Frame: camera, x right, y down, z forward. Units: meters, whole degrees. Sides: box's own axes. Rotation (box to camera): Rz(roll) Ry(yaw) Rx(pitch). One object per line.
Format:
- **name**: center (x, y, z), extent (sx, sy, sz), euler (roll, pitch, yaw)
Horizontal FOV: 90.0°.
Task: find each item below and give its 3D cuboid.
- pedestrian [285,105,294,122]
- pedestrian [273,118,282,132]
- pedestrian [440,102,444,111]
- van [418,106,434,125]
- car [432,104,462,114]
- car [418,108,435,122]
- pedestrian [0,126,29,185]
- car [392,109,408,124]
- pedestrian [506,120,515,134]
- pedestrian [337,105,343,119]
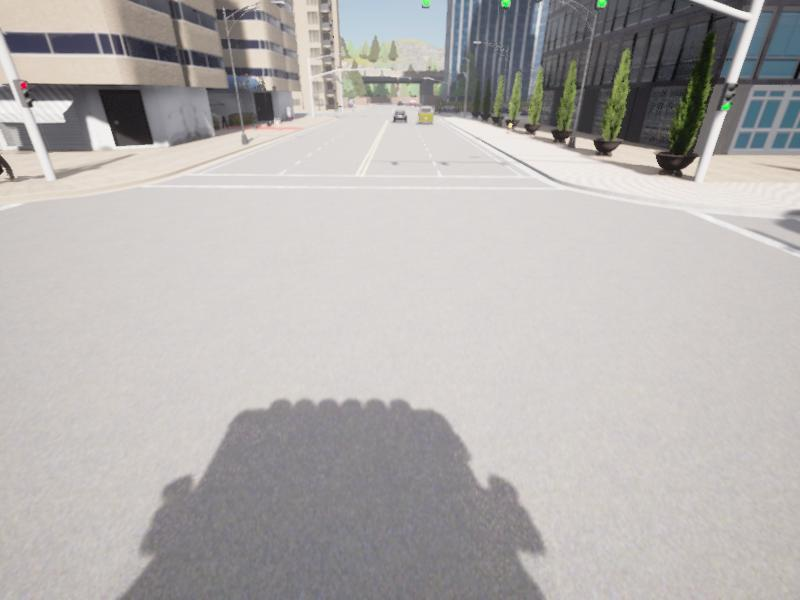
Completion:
- **pedestrian**: center (-13.648, -23.072, 49.427), extent (0.751, 1.860, 0.751), euler (-1, 27, -2)
- **pedestrian**: center (-10.980, -15.752, 35.936), extent (0.500, 1.100, 0.500), euler (1, 27, 1)
- **pedestrian**: center (9.082, -41.841, 86.448), extent (0.751, 1.860, 0.751), euler (-1, 27, -2)
- **van**: center (3.196, -22.523, 48.762), extent (1.775, 1.987, 4.442), euler (2, 27, 3)
- **car**: center (9.105, -37.009, 77.602), extent (5.238, 1.638, 1.930), euler (11, 29, 20)
- **car**: center (3.520, -25.133, 54.389), extent (2.007, 1.525, 4.514), euler (0, 27, 0)
- **pedestrian**: center (-14.010, -5.036, 13.936), extent (0.751, 1.860, 0.751), euler (0, 27, -1)
- **car**: center (0.018, -23.795, 51.732), extent (2.007, 1.525, 4.514), euler (0, 27, 0)
- **pedestrian**: center (9.444, -14.796, 34.256), extent (0.500, 1.100, 0.500), euler (0, 27, -1)
- **pedestrian**: center (-8.940, -28.063, 59.594), extent (0.751, 1.860, 0.751), euler (0, 27, -1)
